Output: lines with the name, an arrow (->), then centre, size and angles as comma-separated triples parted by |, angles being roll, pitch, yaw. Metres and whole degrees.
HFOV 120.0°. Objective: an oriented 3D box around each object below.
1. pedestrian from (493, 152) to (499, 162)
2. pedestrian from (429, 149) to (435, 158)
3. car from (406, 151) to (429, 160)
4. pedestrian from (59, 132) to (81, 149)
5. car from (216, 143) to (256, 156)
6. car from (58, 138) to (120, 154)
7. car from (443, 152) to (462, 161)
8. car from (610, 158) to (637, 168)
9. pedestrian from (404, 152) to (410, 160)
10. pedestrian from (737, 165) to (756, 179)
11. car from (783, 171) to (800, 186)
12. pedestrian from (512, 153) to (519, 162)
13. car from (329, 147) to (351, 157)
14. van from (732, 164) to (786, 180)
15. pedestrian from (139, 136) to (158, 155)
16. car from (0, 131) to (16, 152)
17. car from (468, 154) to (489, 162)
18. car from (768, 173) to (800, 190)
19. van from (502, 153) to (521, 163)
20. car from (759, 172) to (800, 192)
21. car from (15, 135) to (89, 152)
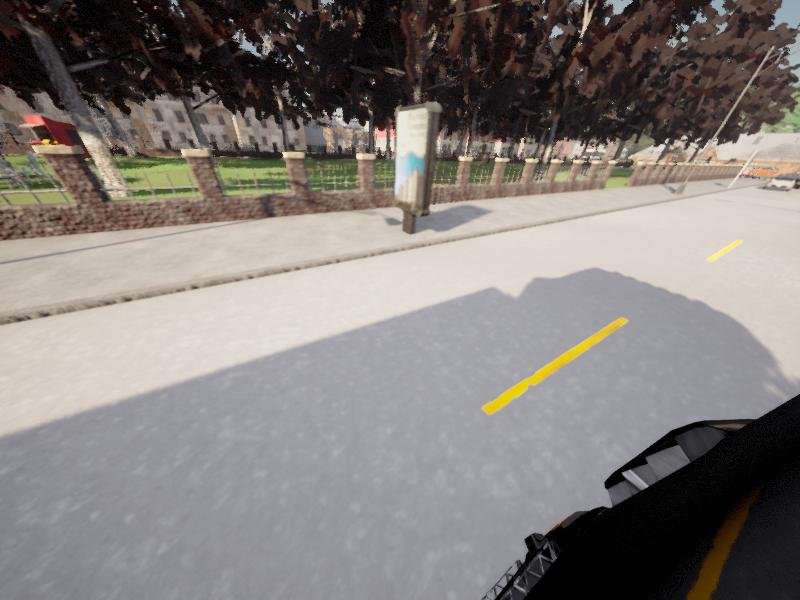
pedestrian -> 22.314, -33.290, 53.722 | 0.751, 1.860, 0.751 | -16, 38, -26
pedestrian -> 8.057, -36.905, 58.144 | 0.751, 1.860, 0.751 | -27, 44, -37
car -> 3.763, -30.701, 49.036 | 4.514, 1.525, 2.007 | -16, 38, -26
pedestrian -> -45.205, -21.858, 31.699 | 0.751, 1.860, 0.751 | -6, 35, -13
car -> -26.484, -24.406, 37.416 | 4.902, 1.511, 2.128 | -16, 38, -26
car -> -37.384, -18.599, 27.931 | 3.806, 1.475, 1.970 | -17, 38, -27
car -> 12.136, -33.159, 53.308 | 3.705, 1.549, 1.789 | -16, 38, -26
car -> 53.633, -32.811, 55.410 | 1.905, 1.878, 3.866 | -16, 38, -26
pedestrian -> 1.322, -26.771, 42.920 | 0.751, 1.300, 0.751 | 23, 39, 28
pedestrian -> 53.882, -19.950, 35.907 | 0.751, 1.860, 0.751 | -17, 38, -26
car -> 52.900, -15.945, 30.294 | 5.366, 1.575, 1.801 | -16, 38, -26
pedestrian -> 28.401, -35.068, 56.834 | 0.751, 1.860, 0.751 | -16, 38, -26
car -> -11.741, -28.734, 44.967 | 3.633, 1.501, 1.845 | -16, 38, -26
van -> 60.812, -21.752, 39.232 | 1.775, 1.987, 4.442 | -16, 38, -26
pedestrian -> -30.950, -19.053, 28.495 | 0.751, 1.860, 0.751 | -10, 36, -18
car -> -45.068, -16.611, 24.029 | 4.605, 1.855, 1.932 | -16, 38, -25
car -> 19.345, -35.066, 57.135 | 4.892, 1.490, 1.837 | -16, 38, -26
car -> 44.360, -13.473, 26.133 | 5.357, 1.411, 2.033 | -17, 38, -27
van -> 30.252, -38.473, 62.560 | 4.480, 2.038, 2.069 | -16, 38, -26
car -> 38.523, -11.895, 23.220 | 3.633, 1.501, 1.845 | -17, 39, -27
car -> -43.180, -19.514, 28.848 | 4.514, 1.525, 2.007 | -16, 38, -26
